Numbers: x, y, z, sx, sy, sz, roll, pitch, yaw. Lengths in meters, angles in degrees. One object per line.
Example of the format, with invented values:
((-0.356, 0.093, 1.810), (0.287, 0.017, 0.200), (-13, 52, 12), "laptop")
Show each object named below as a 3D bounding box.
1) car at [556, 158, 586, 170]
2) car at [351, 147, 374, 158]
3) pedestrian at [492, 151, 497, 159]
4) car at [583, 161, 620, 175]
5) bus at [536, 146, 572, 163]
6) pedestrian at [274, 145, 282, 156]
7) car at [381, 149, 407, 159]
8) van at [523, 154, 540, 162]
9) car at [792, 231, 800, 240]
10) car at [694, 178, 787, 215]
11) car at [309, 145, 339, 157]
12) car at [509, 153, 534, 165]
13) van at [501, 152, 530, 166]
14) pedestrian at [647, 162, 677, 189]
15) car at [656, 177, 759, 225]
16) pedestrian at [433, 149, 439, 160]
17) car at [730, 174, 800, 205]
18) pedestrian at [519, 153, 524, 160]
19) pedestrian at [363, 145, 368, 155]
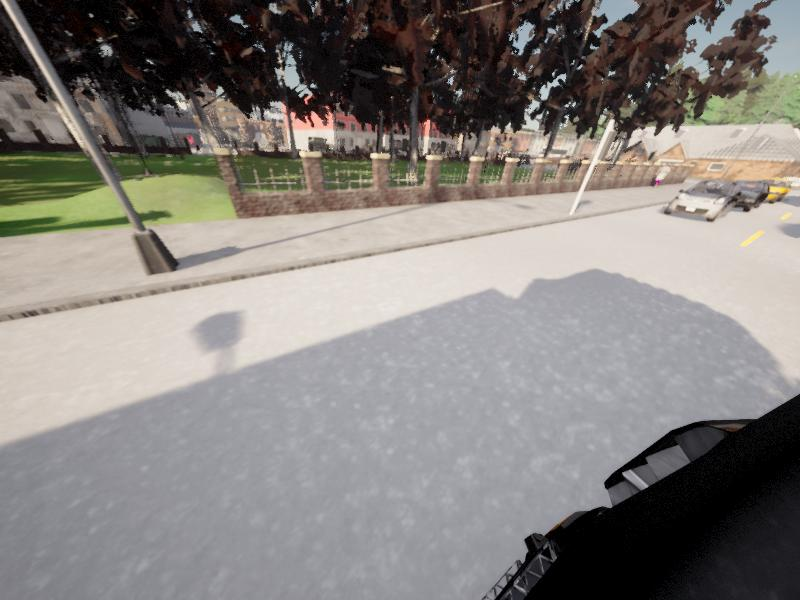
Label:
((30.759, -24.480, 41.614), (1.845, 1.501, 3.633), (-16, 38, -26), "car")
((-6.993, -27.640, 43.302), (3.705, 1.549, 1.789), (-16, 38, -26), "car")
((28.690, -44.091, 70.242), (0.751, 1.860, 0.751), (-7, 35, -15), "pedestrian")
((30.609, -20.186, 35.180), (1.845, 1.501, 3.633), (-16, 38, -26), "car")
((50.143, -47.297, 75.215), (10.273, 4.253, 3.944), (-16, 38, -26), "bus")
((-17.591, -21.538, 33.328), (0.751, 1.300, 0.751), (-16, 38, -26), "pedestrian")
((-1.169, -29.271, 46.260), (4.892, 1.490, 1.837), (-16, 38, -27), "car")
((40.507, -43.721, 71.145), (4.442, 1.987, 1.775), (-16, 38, -26), "van")
((16.569, -2.891, 8.131), (3.988, 1.617, 1.851), (-14, 37, -24), "car")
((20.025, -6.215, 13.568), (5.357, 1.411, 2.033), (-16, 38, -26), "car")
((-13.215, -25.859, 40.167), (4.514, 1.525, 2.007), (-16, 38, -26), "car")
((25.617, -29.742, 48.748), (1.905, 1.878, 3.866), (-15, 38, -25), "car")
((22.914, -28.145, 46.006), (2.069, 2.038, 4.480), (-16, 38, -26), "van")
((22.041, -10.482, 19.460), (0.751, 1.860, 0.751), (-16, 38, -26), "pedestrian")
((14.166, -4.677, 10.678), (3.633, 1.501, 1.845), (-17, 39, -27), "car")
((7.073, -28.791, 45.640), (0.751, 1.860, 0.751), (-17, 38, -27), "pedestrian")
((26.457, -8.038, 16.640), (5.366, 1.575, 1.801), (-15, 38, -25), "car")
((40.010, -47.350, 76.019), (0.751, 1.860, 0.751), (27, 40, 31), "pedestrian")
((-7.587, -33.152, 50.988), (0.751, 1.860, 0.751), (-25, 43, -35), "pedestrian")
